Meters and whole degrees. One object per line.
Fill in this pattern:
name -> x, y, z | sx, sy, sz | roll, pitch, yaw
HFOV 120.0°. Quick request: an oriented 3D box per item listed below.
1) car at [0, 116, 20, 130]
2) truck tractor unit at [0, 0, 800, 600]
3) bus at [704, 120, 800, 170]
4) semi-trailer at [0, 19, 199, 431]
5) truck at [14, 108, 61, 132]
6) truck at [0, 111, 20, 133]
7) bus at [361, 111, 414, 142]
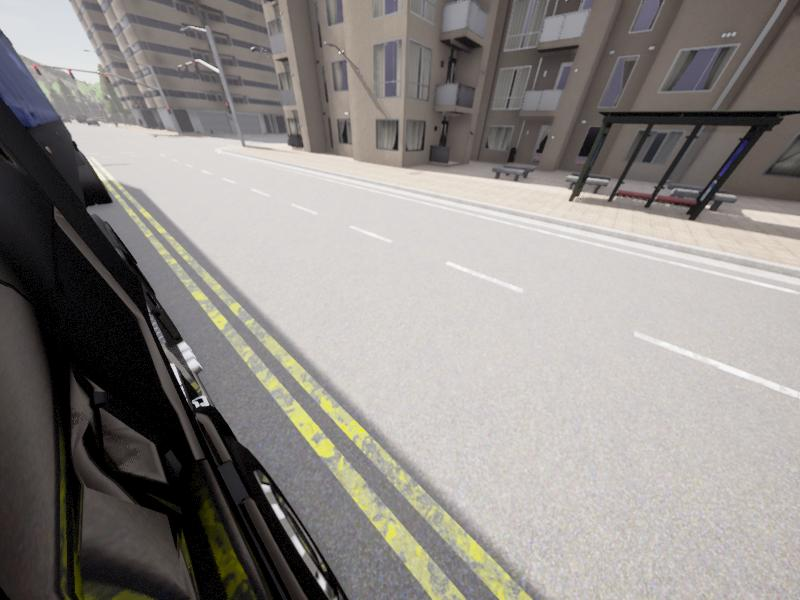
car -> -57.170, -25.574, 33.301 | 5.366, 1.575, 1.801 | 28, 44, 30
truck tractor unit -> -2.645, -0.295, 0.351 | 6.516, 4.208, 3.053 | 28, 44, 30
bus -> 43.939, -17.748, 26.372 | 3.944, 4.253, 10.273 | 0, 37, -5
semi-trailer -> -8.592, -3.664, 4.345 | 14.254, 4.402, 2.717 | 29, 44, 31
truck -> -51.188, -25.455, 32.746 | 5.204, 2.467, 2.627 | 28, 44, 30
truck -> -51.217, -22.570, 29.181 | 6.274, 2.098, 2.390 | 28, 44, 30
bus -> -2.128, -32.921, 44.147 | 3.944, 4.253, 10.273 | 28, 43, 30
